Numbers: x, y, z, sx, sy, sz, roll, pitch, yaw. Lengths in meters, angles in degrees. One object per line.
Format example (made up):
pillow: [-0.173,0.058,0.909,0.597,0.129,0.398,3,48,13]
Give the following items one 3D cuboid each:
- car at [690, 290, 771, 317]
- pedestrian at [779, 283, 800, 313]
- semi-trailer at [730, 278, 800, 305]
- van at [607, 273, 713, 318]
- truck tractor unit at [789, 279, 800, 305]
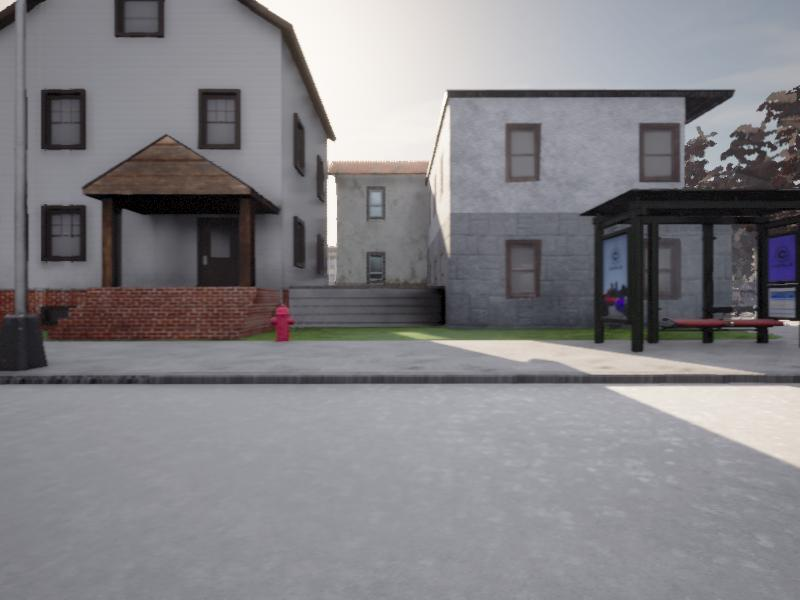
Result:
car: [19.743,0.186,24.105,1.845,1.501,3.633,0,0,-2]
pedestrian: [24.954,-0.118,25.544,0.751,1.860,0.751,0,0,-1]
semi-trailer: [65.097,-1.353,70.069,2.717,4.402,14.254,0,0,0]
van: [15.587,-0.252,24.591,2.351,2.431,6.366,0,0,0]
truck tractor unit: [65.084,-1.254,62.157,3.053,4.208,6.516,0,0,1]
